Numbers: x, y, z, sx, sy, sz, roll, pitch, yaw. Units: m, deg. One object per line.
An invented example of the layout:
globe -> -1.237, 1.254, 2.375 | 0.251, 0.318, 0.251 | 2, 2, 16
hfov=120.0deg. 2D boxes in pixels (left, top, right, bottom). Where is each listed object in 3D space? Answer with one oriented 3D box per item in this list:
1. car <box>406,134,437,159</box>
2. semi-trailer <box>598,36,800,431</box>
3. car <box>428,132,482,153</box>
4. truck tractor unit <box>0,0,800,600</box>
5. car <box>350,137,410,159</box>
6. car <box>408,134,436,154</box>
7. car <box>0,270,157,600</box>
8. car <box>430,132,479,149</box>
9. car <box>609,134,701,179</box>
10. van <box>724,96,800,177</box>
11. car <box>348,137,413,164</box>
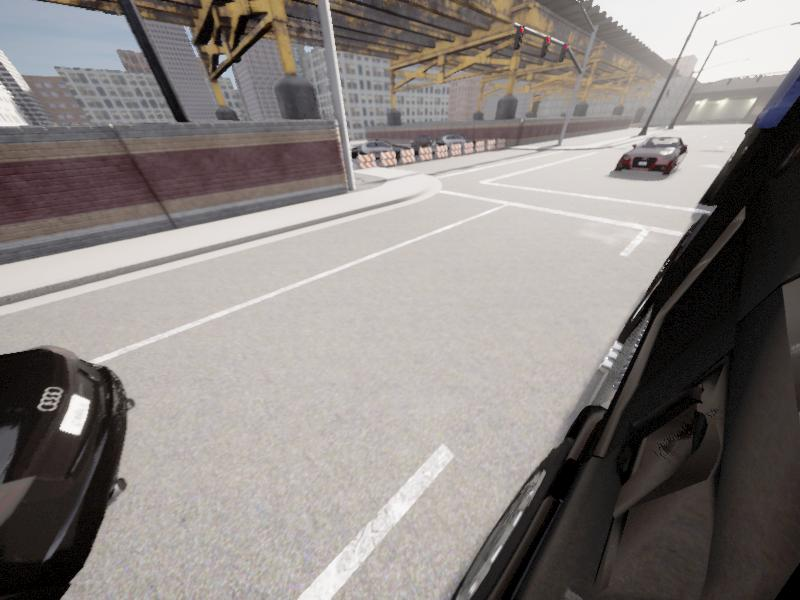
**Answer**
car -> 2.071, -14.093, 21.118 | 2.038, 1.542, 4.974 | 6, 38, 12
semi-trailer -> 8.719, -3.587, 4.212 | 14.254, 4.402, 2.717 | -28, 43, -30
car -> 5.666, -16.631, 24.289 | 4.974, 1.542, 2.038 | -9, 37, -8
truck tractor unit -> 2.645, -0.295, 0.351 | 6.516, 4.208, 3.053 | -28, 44, -30
car -> -1.504, -12.331, 18.724 | 4.536, 1.218, 1.853 | 0, 37, 4
car -> 2.076, -14.250, 21.064 | 1.853, 1.218, 4.536 | 6, 38, 12
car -> -3.833, 1.603, 0.624 | 4.181, 1.385, 1.994 | -28, 44, -30
car -> 5.609, -16.749, 24.188 | 4.536, 1.218, 1.853 | -9, 37, -8
car -> 12.270, -7.001, 11.118 | 4.181, 1.385, 1.994 | -28, 43, -30
van -> 17.561, -7.581, 10.571 | 5.915, 2.561, 1.988 | -28, 44, -30
car -> -1.446, -12.205, 18.815 | 4.974, 1.542, 2.038 | 0, 37, 4
